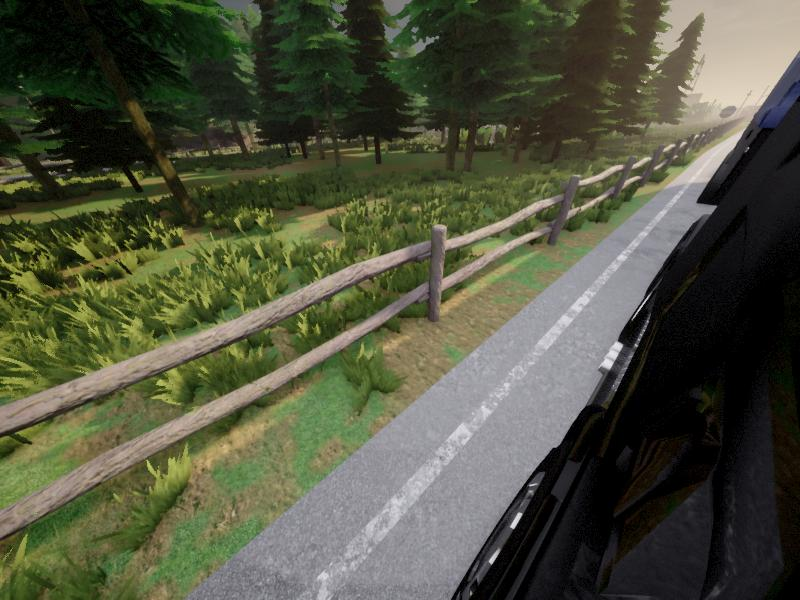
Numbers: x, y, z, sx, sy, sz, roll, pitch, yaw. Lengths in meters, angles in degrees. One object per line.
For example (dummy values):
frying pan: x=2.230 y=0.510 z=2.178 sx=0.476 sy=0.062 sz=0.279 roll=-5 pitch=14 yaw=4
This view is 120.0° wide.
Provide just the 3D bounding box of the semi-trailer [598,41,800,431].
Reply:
semi-trailer: x=8.688 y=-3.614 z=4.236 sx=14.254 sy=4.402 sz=2.717 roll=-28 pitch=44 yaw=-30

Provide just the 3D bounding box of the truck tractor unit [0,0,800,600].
truck tractor unit: x=2.645 y=-0.295 z=0.351 sx=6.516 sy=4.208 sz=3.053 roll=-28 pitch=44 yaw=-30

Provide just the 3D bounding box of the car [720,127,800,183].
car: x=15.976 y=-6.291 z=9.800 sx=4.902 sy=1.511 sz=2.128 roll=-28 pitch=44 yaw=-30

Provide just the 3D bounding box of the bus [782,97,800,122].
bus: x=84.574 y=-39.753 z=47.901 sx=10.273 sy=4.253 sz=3.944 roll=-27 pitch=43 yaw=-29

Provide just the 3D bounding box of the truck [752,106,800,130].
truck: x=51.714 y=-24.990 z=31.717 sx=5.204 sy=2.467 sz=2.627 roll=-27 pitch=43 yaw=-29
